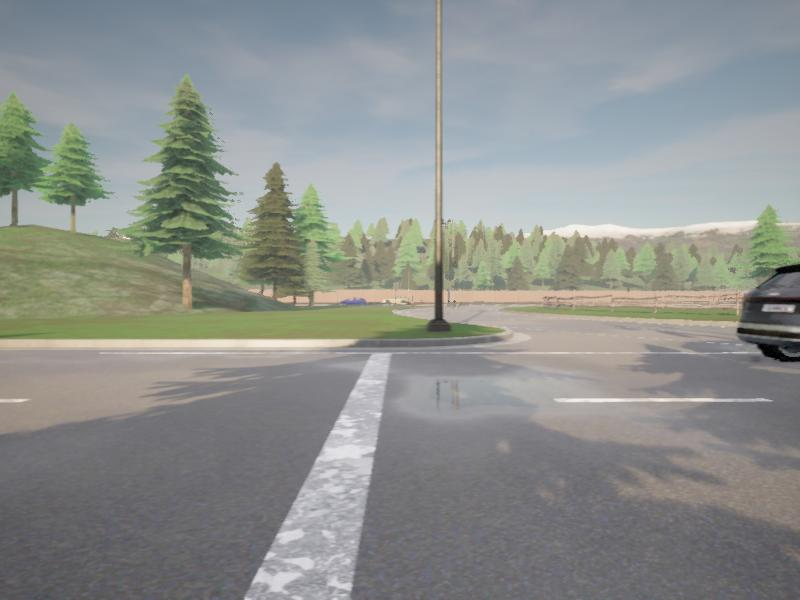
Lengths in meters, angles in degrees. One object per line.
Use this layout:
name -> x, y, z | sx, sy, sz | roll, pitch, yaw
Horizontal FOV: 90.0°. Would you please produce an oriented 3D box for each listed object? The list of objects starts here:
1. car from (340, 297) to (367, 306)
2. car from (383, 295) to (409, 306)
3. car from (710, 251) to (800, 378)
car -> -8.150, 0.268, 69.981 | 4.514, 1.525, 2.007 | 0, 0, 0
car -> -0.670, 0.054, 70.015 | 4.605, 1.855, 1.932 | 0, 0, 0
car -> 7.635, 0.177, 5.703 | 4.856, 1.649, 2.033 | 0, 0, 0
